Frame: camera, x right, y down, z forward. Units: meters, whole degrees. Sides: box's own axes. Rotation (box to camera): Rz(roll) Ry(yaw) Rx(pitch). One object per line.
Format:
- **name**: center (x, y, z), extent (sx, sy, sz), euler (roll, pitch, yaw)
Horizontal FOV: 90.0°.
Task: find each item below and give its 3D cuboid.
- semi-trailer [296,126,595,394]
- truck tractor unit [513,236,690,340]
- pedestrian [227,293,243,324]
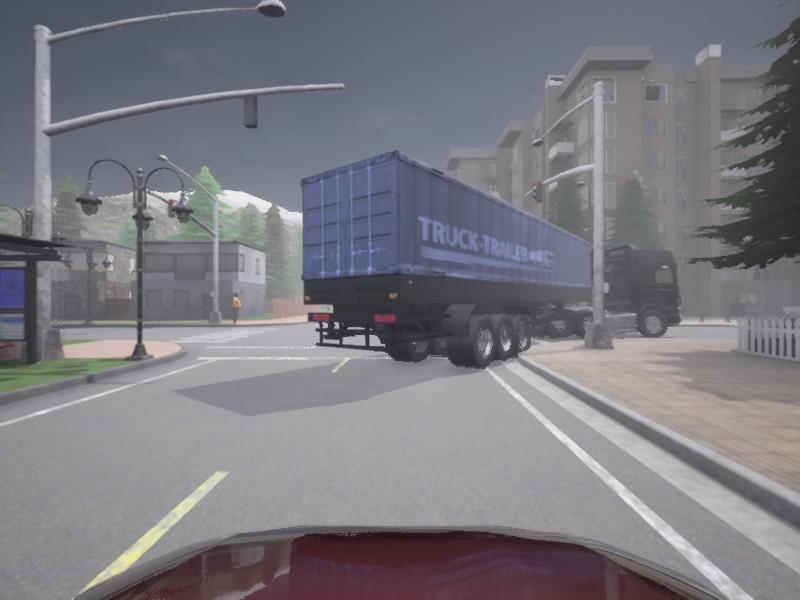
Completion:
- **semi-trailer**: center (3.282, -0.611, 13.061), extent (2.717, 4.402, 14.254), euler (-1, -1, 37)
- **truck tractor unit**: center (8.846, -0.489, 18.040), extent (6.516, 4.208, 3.053), euler (0, 0, -7)
- **pedestrian**: center (-9.931, 0.490, 24.134), extent (0.751, 1.860, 0.751), euler (0, 0, -8)
